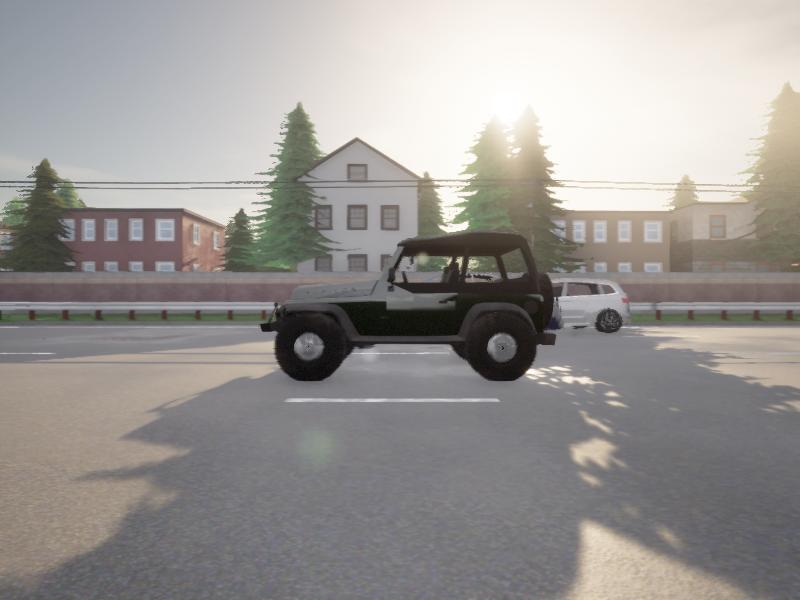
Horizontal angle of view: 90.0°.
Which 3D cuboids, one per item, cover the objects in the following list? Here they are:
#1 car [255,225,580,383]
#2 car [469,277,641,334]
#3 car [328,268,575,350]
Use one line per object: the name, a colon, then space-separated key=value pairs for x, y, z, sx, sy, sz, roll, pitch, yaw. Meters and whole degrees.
car: x=0.207 y=0.046 z=5.701 sx=3.866 sy=1.878 sz=1.905 roll=0 pitch=0 yaw=0
car: x=4.673 y=0.157 z=12.701 sx=4.611 sy=1.667 sz=2.242 roll=0 pitch=0 yaw=0
car: x=1.042 y=0.181 z=9.200 sx=5.027 sy=1.651 sz=2.152 roll=0 pitch=0 yaw=0
